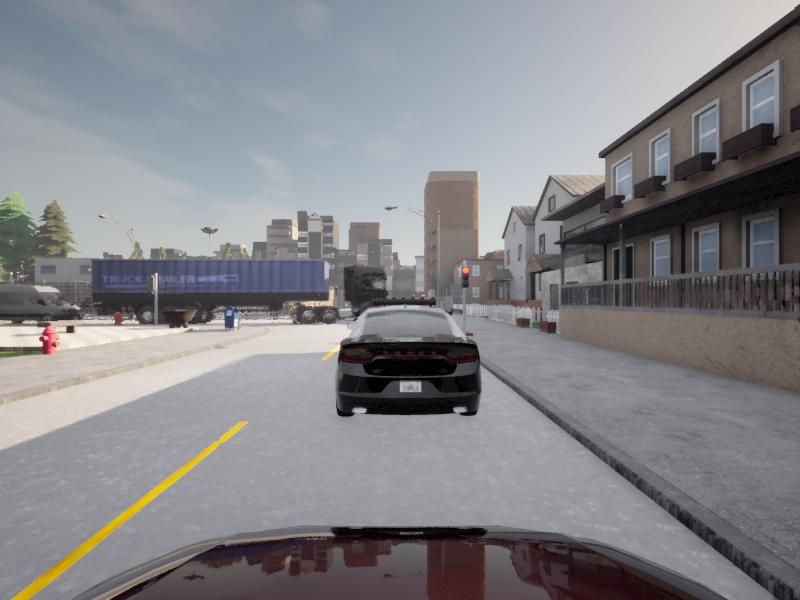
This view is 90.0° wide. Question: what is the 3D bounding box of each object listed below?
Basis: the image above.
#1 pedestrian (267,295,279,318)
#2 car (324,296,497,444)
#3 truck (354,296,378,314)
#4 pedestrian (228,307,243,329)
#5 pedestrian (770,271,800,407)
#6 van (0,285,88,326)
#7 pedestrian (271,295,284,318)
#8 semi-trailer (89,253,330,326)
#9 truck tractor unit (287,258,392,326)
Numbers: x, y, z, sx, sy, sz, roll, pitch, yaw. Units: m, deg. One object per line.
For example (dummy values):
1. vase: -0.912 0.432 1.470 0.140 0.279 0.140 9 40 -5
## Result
1. pedestrian: -10.659 0.534 33.482 0.751 1.860 0.751 0 0 -36
2. car: 0.062 0.771 7.066 1.930 1.638 5.238 0 0 -1
3. truck: -4.111 0.542 49.206 2.390 2.098 6.274 0 0 0
4. pedestrian: -8.349 0.904 20.307 0.500 1.100 0.500 0 0 9
5. pedestrian: 5.831 0.533 5.522 0.751 1.860 0.751 0 0 -1
6. van: -24.058 0.322 26.099 5.915 2.561 1.988 0 0 1
7. pedestrian: -10.138 0.534 33.130 0.751 1.860 0.751 0 0 20
8. semi-trailer: -11.914 -0.619 26.274 14.254 4.402 2.717 0 0 -5
9. truck tractor unit: -4.181 -0.519 27.544 6.516 4.208 3.053 0 0 -23
